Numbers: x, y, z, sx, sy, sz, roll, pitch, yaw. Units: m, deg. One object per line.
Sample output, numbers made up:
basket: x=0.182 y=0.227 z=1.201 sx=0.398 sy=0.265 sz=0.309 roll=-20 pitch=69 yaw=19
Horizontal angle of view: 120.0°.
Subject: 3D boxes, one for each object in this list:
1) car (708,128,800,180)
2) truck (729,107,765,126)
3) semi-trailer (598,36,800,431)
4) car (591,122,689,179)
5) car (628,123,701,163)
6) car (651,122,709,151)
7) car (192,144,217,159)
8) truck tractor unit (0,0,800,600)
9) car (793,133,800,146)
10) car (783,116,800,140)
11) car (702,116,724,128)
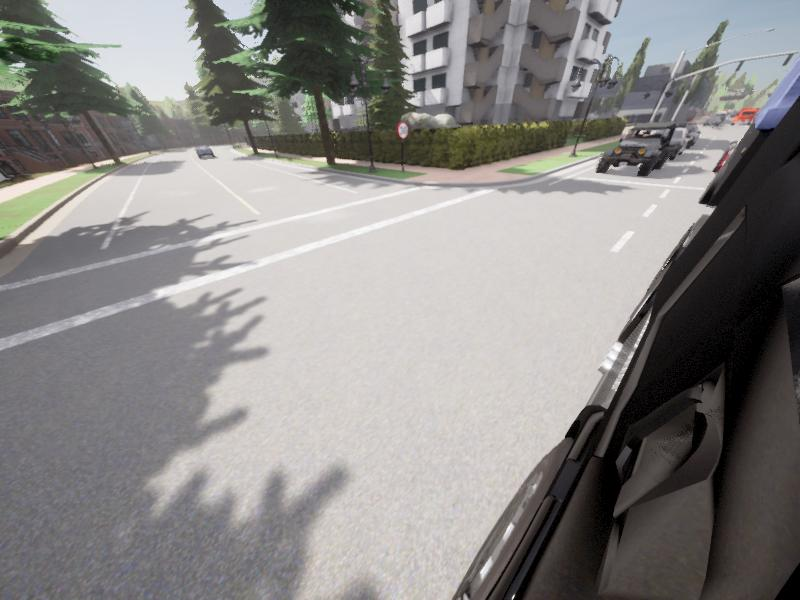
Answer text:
car: x=15.426 y=-6.379 z=9.935 sx=3.806 sy=1.475 sz=1.970 roll=-29 pitch=44 yaw=-30
truck: x=62.053 y=-32.900 z=41.455 sx=5.204 sy=2.467 sz=2.627 roll=-29 pitch=44 yaw=-31
semi-trailer: x=8.711 y=-3.602 z=4.207 sx=14.254 sy=4.402 sz=2.717 roll=-28 pitch=43 yaw=-29
car: x=11.224 y=-7.086 z=10.826 sx=3.866 sy=1.878 sz=1.905 roll=-27 pitch=43 yaw=-29
car: x=16.472 y=-9.840 z=14.365 sx=5.238 sy=1.638 sz=1.930 roll=-29 pitch=44 yaw=-31
car: x=22.269 y=-13.038 z=18.348 sx=4.974 sy=1.542 sz=2.038 roll=-29 pitch=44 yaw=-31
car: x=-26.536 y=-20.104 z=31.228 sx=2.033 sy=1.411 sz=5.357 roll=-26 pitch=42 yaw=-27
truck tractor unit: x=2.645 y=-0.295 z=0.351 sx=6.516 sy=4.208 sz=3.053 roll=-28 pitch=44 yaw=-30
car: x=29.629 y=-11.603 z=15.875 sx=5.366 sy=1.575 sz=1.801 roll=-29 pitch=44 yaw=-31
car: x=34.908 y=-14.678 z=19.386 sx=4.605 sy=1.855 sz=1.932 roll=-29 pitch=44 yaw=-31
car: x=56.517 y=-32.167 z=41.712 sx=4.674 sy=1.442 sz=1.812 roll=-29 pitch=44 yaw=-31
